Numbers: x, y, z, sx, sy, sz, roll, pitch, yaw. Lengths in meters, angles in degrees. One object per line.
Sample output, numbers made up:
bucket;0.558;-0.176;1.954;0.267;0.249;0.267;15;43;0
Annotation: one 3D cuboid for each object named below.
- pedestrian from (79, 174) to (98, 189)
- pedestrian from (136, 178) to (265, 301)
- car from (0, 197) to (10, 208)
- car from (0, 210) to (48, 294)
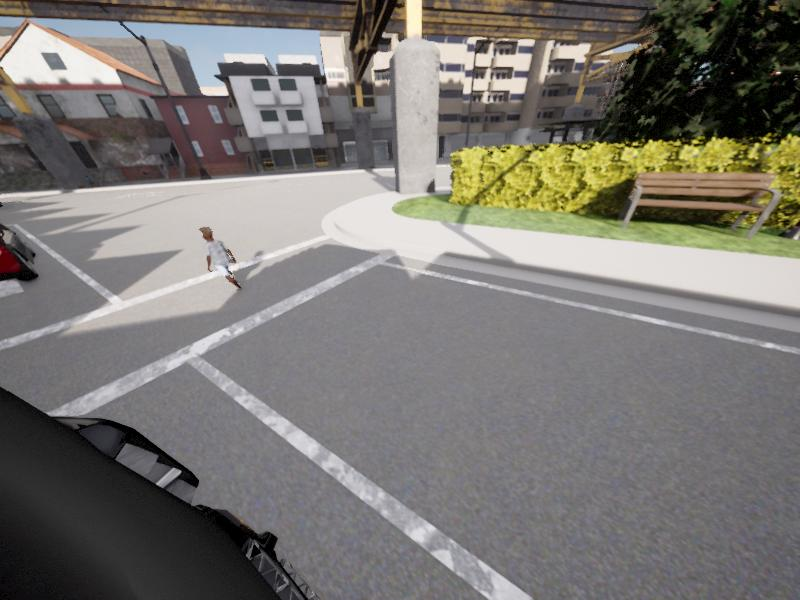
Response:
pedestrian;-28.544;-10.864;21.195;0.500;1.100;0.500;-24;39;-29
pedestrian;-3.261;-1.013;3.997;0.751;1.860;0.751;9;35;18
car;-27.416;-6.262;14.159;3.806;1.475;1.970;5;34;12
car;-10.068;-1.109;5.061;3.806;1.475;1.970;19;39;30
